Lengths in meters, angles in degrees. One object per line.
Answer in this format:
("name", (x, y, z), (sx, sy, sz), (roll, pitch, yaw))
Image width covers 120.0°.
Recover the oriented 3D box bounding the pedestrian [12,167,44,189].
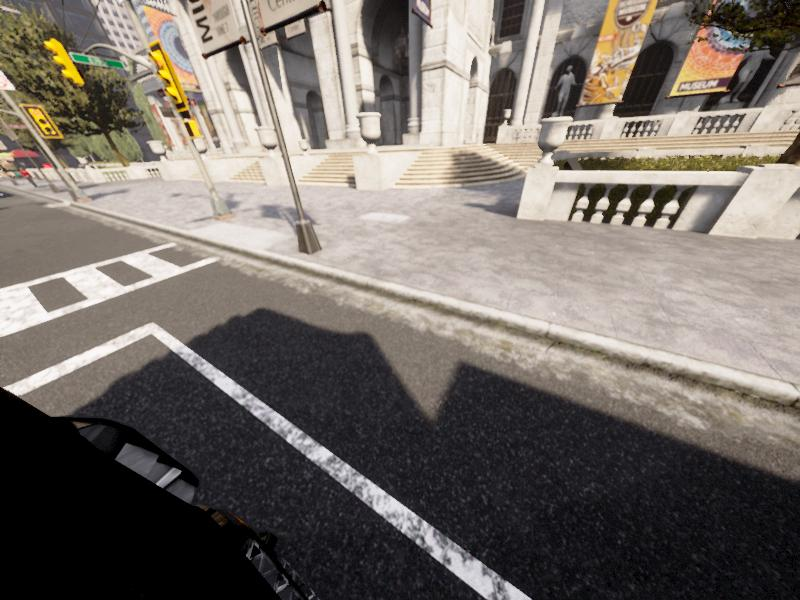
("pedestrian", (-37.079, -12.212, 23.056), (0.751, 1.860, 0.751), (-27, 41, -32))
